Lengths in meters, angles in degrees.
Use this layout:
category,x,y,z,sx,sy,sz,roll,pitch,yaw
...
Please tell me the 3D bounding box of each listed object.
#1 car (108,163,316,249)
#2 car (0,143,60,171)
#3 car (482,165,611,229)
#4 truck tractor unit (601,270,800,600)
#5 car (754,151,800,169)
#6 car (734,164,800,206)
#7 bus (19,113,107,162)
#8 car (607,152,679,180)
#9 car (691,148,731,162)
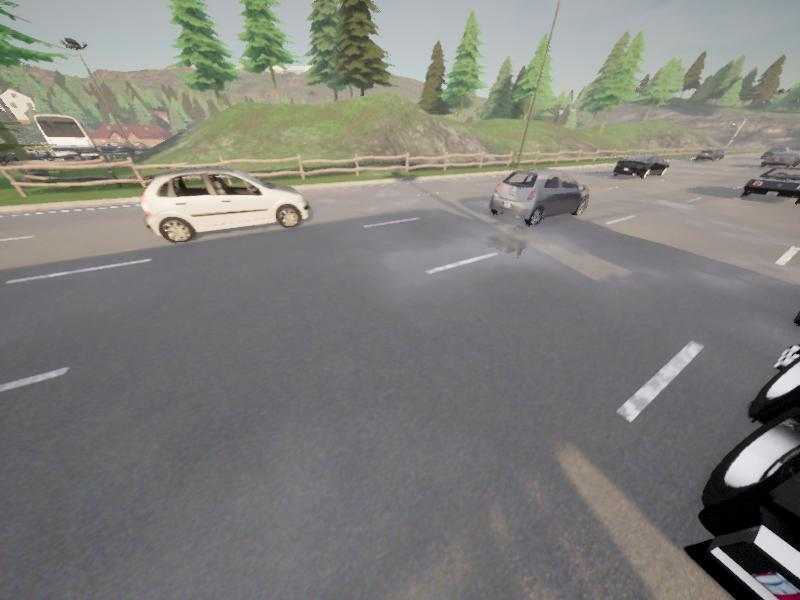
category,x,y,z,sx,sy,sz,roll,pitch,yaw
car,-4.880,-2.963,6.811,3.988,1.617,1.851,-17,39,-24
car,-33.289,-12.256,19.717,2.097,1.767,4.553,-7,36,-10
car,5.058,-3.752,8.110,3.633,1.501,1.845,-17,38,-24
truck tractor unit,5.122,-0.288,0.770,6.516,4.208,3.053,-18,39,-24
car,41.323,-15.107,24.914,5.357,1.411,2.033,-16,38,-22
car,18.980,-5.718,11.282,4.718,1.301,1.895,-17,39,-24
bus,-40.386,-19.819,28.365,10.273,4.253,3.944,29,44,35
car,18.447,-10.223,17.540,5.008,1.535,1.882,-17,39,-24
car,43.690,-20.390,32.415,4.514,1.525,2.007,-17,39,-24
